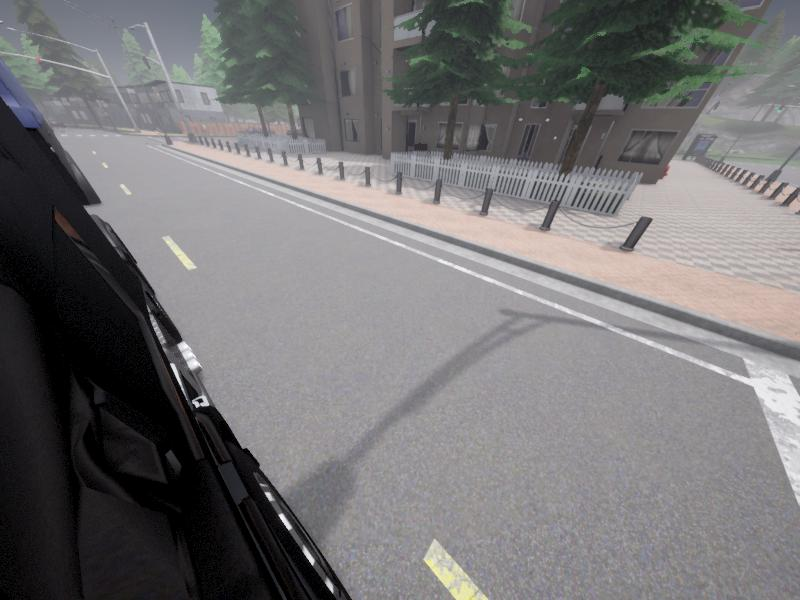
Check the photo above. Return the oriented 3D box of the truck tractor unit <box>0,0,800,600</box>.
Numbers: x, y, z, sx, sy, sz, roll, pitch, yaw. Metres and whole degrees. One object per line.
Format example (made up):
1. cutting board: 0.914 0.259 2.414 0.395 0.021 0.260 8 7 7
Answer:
1. truck tractor unit: -2.645 -0.295 0.351 6.516 4.208 3.053 28 44 30

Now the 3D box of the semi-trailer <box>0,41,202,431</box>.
1. semi-trailer: -8.712 -3.597 4.212 14.254 4.402 2.717 28 44 30

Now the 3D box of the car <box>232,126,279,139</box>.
1. car: -21.237 -24.764 34.213 2.033 1.411 5.357 30 45 32

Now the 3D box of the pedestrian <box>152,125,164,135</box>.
1. pedestrian: -30.882 -21.722 29.525 0.500 1.100 0.500 19 40 21

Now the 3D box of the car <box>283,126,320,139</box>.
1. car: -16.291 -27.898 38.522 2.152 1.651 5.027 30 45 32

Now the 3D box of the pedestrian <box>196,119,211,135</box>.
1. pedestrian: -28.849 -25.434 33.942 0.751 1.860 0.751 21 40 23

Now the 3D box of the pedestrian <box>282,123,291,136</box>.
1. pedestrian: -20.517 -30.959 41.854 0.751 1.860 0.751 31 45 32
